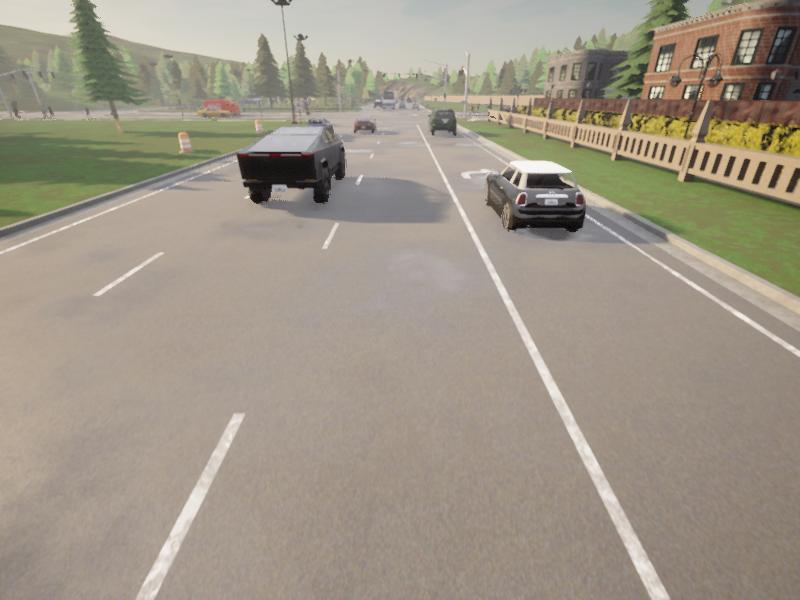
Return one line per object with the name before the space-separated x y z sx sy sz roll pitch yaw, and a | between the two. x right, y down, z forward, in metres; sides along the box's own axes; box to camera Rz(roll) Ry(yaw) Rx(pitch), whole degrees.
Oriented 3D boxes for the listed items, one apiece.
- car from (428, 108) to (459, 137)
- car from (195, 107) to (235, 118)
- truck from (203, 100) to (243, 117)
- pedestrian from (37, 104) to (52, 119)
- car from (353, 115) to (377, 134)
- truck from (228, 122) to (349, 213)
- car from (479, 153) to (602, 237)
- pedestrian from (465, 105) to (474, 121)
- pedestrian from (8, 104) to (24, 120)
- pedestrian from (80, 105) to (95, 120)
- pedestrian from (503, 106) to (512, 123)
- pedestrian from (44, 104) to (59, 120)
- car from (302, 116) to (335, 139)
car | 3.719 -15.727 35.294 2.150 2.045 5.566 0 26 0
car | -29.690 -30.163 64.207 5.366 1.575 1.801 0 27 1
truck | -29.652 -32.166 67.114 5.204 2.467 2.627 0 27 1
pedestrian | -49.180 -26.024 55.357 0.751 1.860 0.751 2 27 4
car | -3.266 -16.631 37.750 1.812 1.442 4.674 0 26 0
truck | -3.410 -4.896 13.998 2.390 2.098 6.274 0 27 0
car | 3.570 -3.043 11.043 1.970 1.475 3.806 0 27 0
pedestrian | 9.079 -24.391 52.120 0.751 1.860 0.751 -5 27 -10
pedestrian | -52.720 -25.794 54.908 0.751 1.860 0.751 2 27 4
pedestrian | -42.335 -25.425 54.177 0.751 1.860 0.751 1 27 3
pedestrian | 12.732 -22.004 47.435 0.751 1.860 0.751 -1 27 -1
pedestrian | -48.143 -25.961 55.232 0.751 1.860 0.751 2 27 4
car | -6.793 -14.628 33.785 1.816 1.474 4.193 0 27 0
